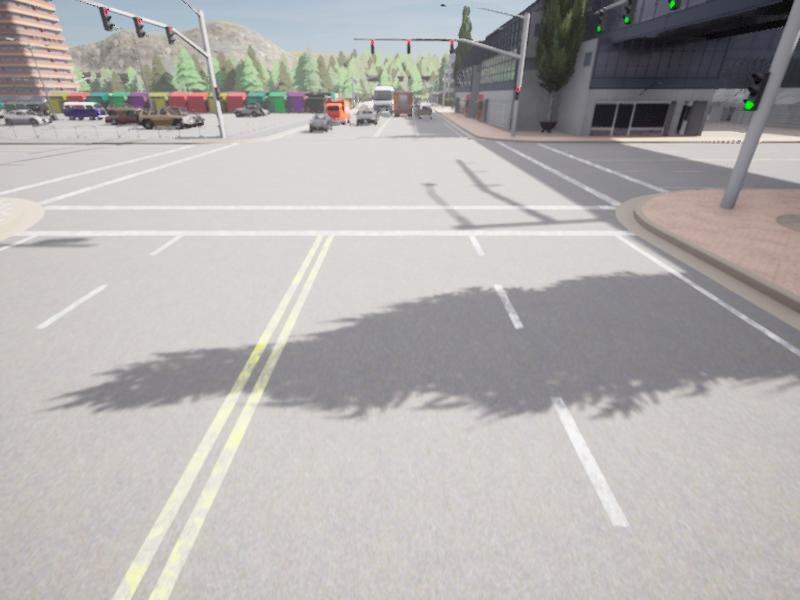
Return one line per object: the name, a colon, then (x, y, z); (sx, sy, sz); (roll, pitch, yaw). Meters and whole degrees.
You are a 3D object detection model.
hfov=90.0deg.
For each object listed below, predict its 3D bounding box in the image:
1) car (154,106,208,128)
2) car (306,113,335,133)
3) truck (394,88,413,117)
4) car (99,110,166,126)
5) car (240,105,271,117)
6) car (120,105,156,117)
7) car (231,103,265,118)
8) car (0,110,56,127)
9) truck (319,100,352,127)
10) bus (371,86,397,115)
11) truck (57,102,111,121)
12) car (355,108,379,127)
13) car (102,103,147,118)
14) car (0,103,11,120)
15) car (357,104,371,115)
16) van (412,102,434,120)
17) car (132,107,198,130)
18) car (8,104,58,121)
car: (-21.431, -18.014, 39.340); (3.866, 1.878, 1.905); (0, 27, 0)
car: (-7.154, -16.053, 36.220); (1.845, 1.501, 3.633); (0, 27, 1)
truck: (0.602, -31.383, 63.548); (2.891, 3.827, 8.468); (1, 27, 1)
car: (-27.871, -19.045, 41.866); (5.357, 1.415, 2.033); (0, 27, 0)
car: (-21.450, -28.087, 59.482); (3.806, 1.475, 1.970); (0, 27, 0)
car: (-38.917, -28.101, 59.459); (3.905, 1.438, 1.784); (0, 27, 0)
car: (-21.462, -26.978, 56.797); (3.866, 1.878, 1.905); (0, 27, 0)
car: (-38.897, -19.031, 41.865); (3.806, 1.475, 1.970); (0, 27, 0)
truck: (-6.986, -20.715, 44.268); (2.627, 2.467, 5.204); (1, 27, 1)
bus: (-2.596, -35.156, 70.431); (3.944, 4.253, 10.273); (1, 27, 1)
truck: (-38.928, -23.295, 49.433); (4.478, 2.038, 2.069); (0, 27, 0)
car: (-3.512, -19.849, 43.509); (2.152, 1.651, 5.027); (1, 27, 1)
car: (-38.982, -26.965, 56.786); (4.605, 1.855, 1.932); (0, 27, 0)
car: (-54.045, -24.424, 51.856); (4.605, 1.855, 1.932); (0, 27, 0)
car: (-6.247, -33.411, 70.012); (1.801, 1.575, 5.366); (1, 27, 1)
van: (3.138, -26.029, 55.081); (2.069, 2.038, 4.480); (-5, 28, -9)
car: (-21.486, -16.694, 36.764); (4.605, 1.855, 1.932); (0, 27, 0)
car: (-45.307, -23.203, 49.473); (3.866, 1.878, 1.905); (0, 27, 0)
